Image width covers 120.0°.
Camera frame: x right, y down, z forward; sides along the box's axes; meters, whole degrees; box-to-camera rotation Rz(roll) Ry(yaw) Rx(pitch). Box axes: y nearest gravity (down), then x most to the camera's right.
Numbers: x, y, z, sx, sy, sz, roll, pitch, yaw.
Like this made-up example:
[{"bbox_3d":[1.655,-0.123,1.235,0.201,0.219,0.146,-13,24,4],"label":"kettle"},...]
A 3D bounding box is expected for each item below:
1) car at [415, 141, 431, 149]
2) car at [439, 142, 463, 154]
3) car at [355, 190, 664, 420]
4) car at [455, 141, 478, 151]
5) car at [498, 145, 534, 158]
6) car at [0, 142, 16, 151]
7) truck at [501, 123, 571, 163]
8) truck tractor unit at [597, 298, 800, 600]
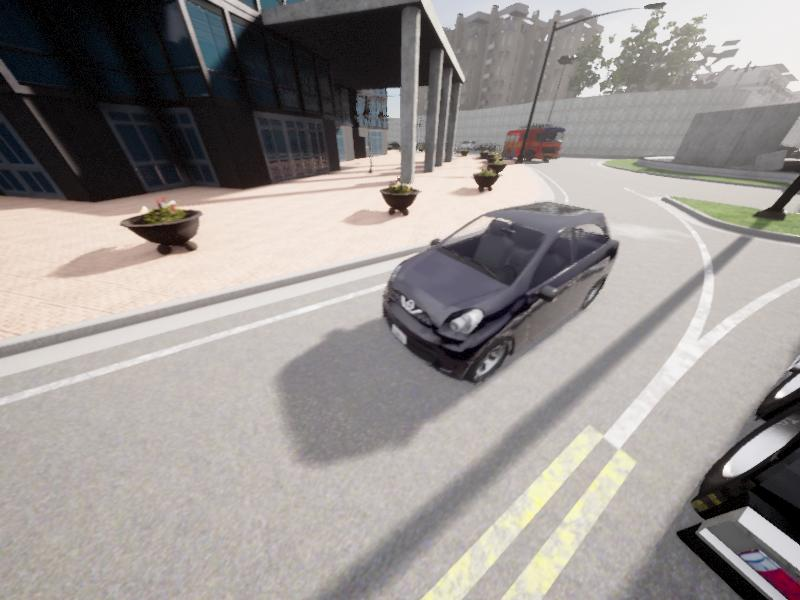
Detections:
[{"bbox_3d":[6.626,-45.232,67.406,2.097,1.767,4.553,-18,39,-25],"label":"car"},{"bbox_3d":[10.003,-29.944,45.416,1.932,1.855,4.605,-17,39,-24],"label":"car"},{"bbox_3d":[1.503,-0.443,3.308,3.633,1.501,1.845,-21,40,-27],"label":"car"},{"bbox_3d":[16.873,-39.217,58.642,2.150,2.045,5.566,-18,39,-25],"label":"car"},{"bbox_3d":[18.614,-24.112,37.381,1.801,1.575,5.366,-13,37,-18],"label":"car"},{"bbox_3d":[-92.740,-35.707,53.786,1.789,1.549,3.705,-19,41,-26],"label":"car"},{"bbox_3d":[16.925,-20.243,29.851,2.891,3.827,8.468,-3,35,-6],"label":"truck"},{"bbox_3d":[5.161,-0.248,0.697,6.516,4.208,3.053,-16,38,-21],"label":"truck tractor unit"}]
